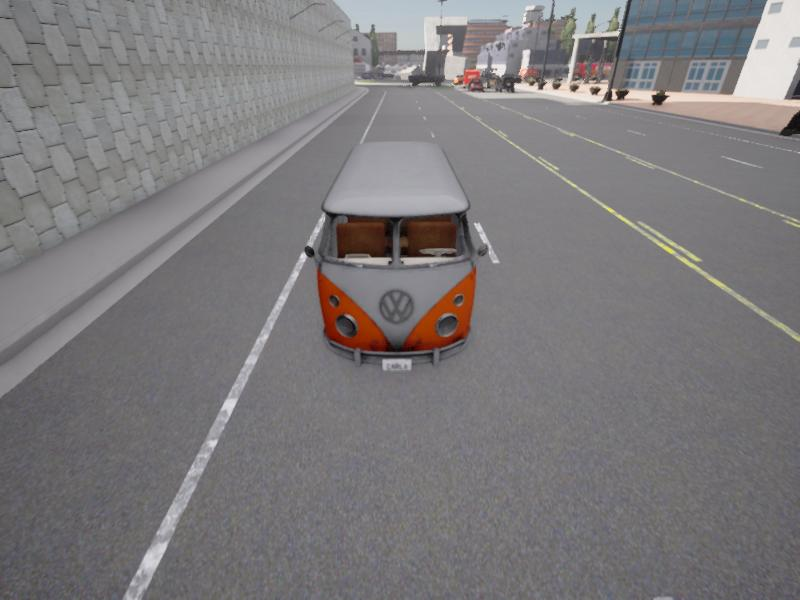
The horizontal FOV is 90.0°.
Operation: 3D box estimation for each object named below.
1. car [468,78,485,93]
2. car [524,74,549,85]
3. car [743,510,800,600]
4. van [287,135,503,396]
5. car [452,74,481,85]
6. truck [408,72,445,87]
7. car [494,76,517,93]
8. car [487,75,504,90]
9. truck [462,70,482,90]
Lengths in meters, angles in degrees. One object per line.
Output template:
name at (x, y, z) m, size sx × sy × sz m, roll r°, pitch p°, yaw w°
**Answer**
car at (10.355, -29.184, 54.385) m, size 1.851 × 1.617 × 3.988 m, roll 2°, pitch 30°, yaw 3°
car at (27.084, -43.770, 79.348) m, size 5.027 × 1.651 × 2.152 m, roll -25°, pitch 38°, yaw -35°
car at (3.477, 2.338, 0.330) m, size 2.242 × 1.667 × 4.611 m, roll 0°, pitch 30°, yaw 0°
van at (-0.040, -0.955, 5.703) m, size 1.775 × 1.987 × 4.442 m, roll 0°, pitch 30°, yaw 0°
car at (12.207, -40.531, 73.552) m, size 4.553 × 1.767 × 2.097 m, roll -10°, pitch 31°, yaw -15°
truck at (4.685, -38.502, 69.863) m, size 6.274 × 2.098 × 2.390 m, roll 3°, pitch 30°, yaw 5°
car at (13.836, -28.324, 52.516) m, size 1.905 × 1.878 × 3.866 m, roll 0°, pitch 30°, yaw 1°
car at (14.366, -33.030, 60.584) m, size 1.932 × 1.855 × 4.605 m, roll 3°, pitch 30°, yaw 6°
truck at (10.993, -33.820, 61.414) m, size 2.627 × 2.467 × 5.204 m, roll 3°, pitch 31°, yaw 6°
